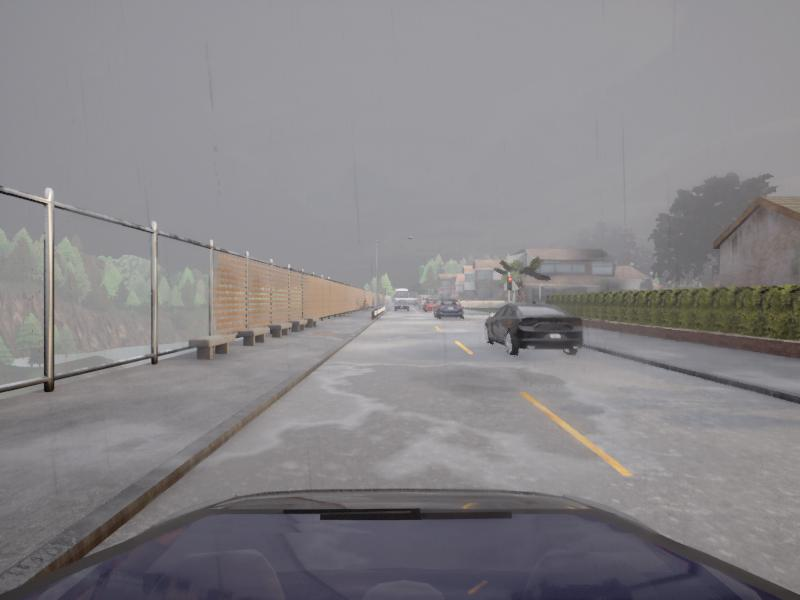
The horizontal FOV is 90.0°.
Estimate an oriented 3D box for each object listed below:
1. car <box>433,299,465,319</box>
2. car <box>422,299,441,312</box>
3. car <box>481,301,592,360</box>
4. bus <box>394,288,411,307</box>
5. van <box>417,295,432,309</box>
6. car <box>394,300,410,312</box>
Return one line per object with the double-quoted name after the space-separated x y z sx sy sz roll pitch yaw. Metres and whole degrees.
4.181 0.756 34.962 2.242 1.667 4.611 0 0 0 "car"
4.283 0.756 55.029 2.242 1.667 4.611 0 0 0 "car"
4.070 0.823 12.917 1.882 1.535 5.008 0 -1 0 "car"
0.609 -0.539 95.287 3.944 4.253 10.273 0 0 0 "bus"
4.370 0.374 71.649 2.351 2.431 6.366 0 0 0 "van"
0.314 0.781 57.989 2.152 1.651 5.027 0 0 2 "car"
